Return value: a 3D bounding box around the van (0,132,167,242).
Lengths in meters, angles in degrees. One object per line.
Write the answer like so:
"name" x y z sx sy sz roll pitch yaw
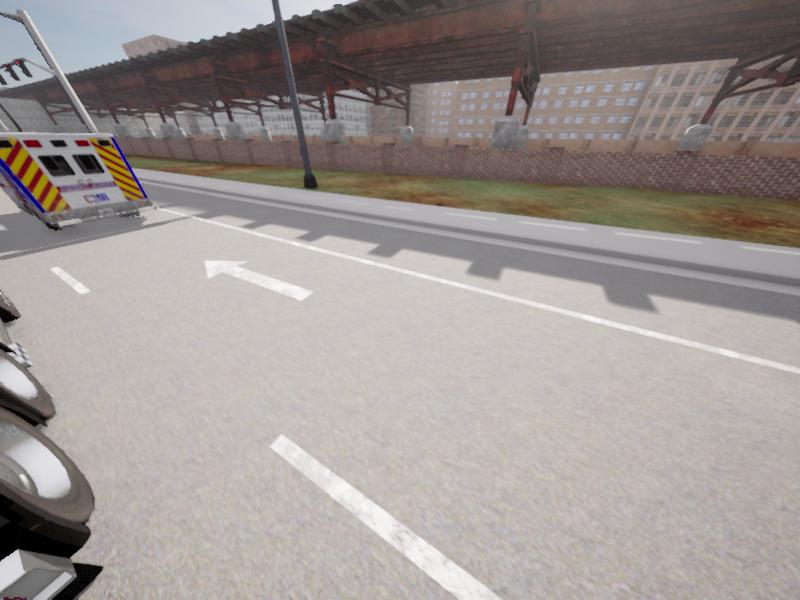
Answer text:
"van" -11.446 -4.074 7.741 6.366 2.431 2.351 18 39 23

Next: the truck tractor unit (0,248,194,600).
"truck tractor unit" -5.080 -0.333 0.811 6.516 4.208 3.053 20 39 25
